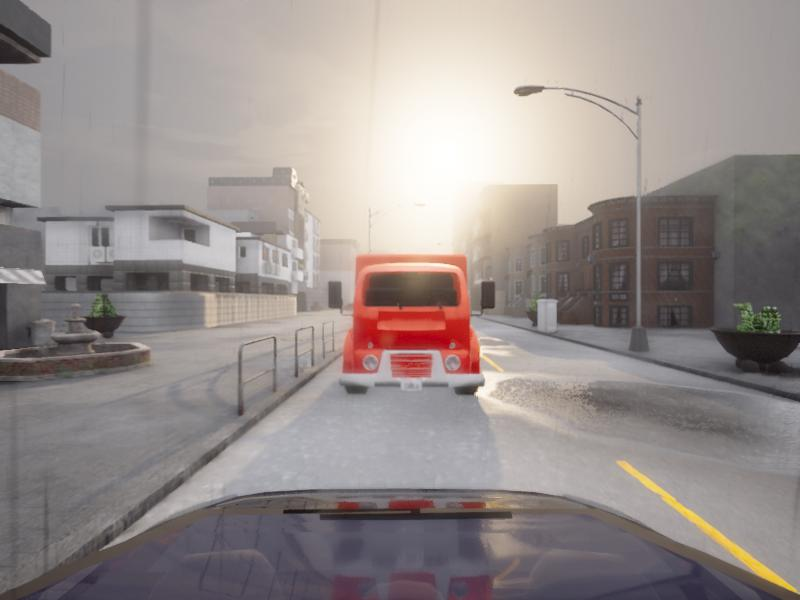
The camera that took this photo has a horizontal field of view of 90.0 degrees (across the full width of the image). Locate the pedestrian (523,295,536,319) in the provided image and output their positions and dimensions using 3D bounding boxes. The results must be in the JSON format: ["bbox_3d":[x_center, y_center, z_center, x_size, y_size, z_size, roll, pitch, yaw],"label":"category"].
[{"bbox_3d":[10.027,0.537,31.019,0.751,1.860,0.751,0,0,1],"label":"pedestrian"}]

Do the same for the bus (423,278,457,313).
[{"bbox_3d":[5.225,-0.528,54.317,3.944,4.253,10.273,0,0,2],"label":"bus"}]

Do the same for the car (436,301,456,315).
[{"bbox_3d":[5.119,0.828,45.046,1.882,1.535,5.008,0,0,1],"label":"car"}]

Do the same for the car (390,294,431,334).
[{"bbox_3d":[0.518,0.648,20.398,1.905,1.878,3.866,0,0,1],"label":"car"}]

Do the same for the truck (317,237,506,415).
[{"bbox_3d":[0.220,0.357,8.165,2.627,2.467,5.204,0,0,1],"label":"truck"}]

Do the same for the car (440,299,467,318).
[{"bbox_3d":[4.940,0.775,37.662,1.930,1.638,5.238,0,0,1],"label":"car"}]
